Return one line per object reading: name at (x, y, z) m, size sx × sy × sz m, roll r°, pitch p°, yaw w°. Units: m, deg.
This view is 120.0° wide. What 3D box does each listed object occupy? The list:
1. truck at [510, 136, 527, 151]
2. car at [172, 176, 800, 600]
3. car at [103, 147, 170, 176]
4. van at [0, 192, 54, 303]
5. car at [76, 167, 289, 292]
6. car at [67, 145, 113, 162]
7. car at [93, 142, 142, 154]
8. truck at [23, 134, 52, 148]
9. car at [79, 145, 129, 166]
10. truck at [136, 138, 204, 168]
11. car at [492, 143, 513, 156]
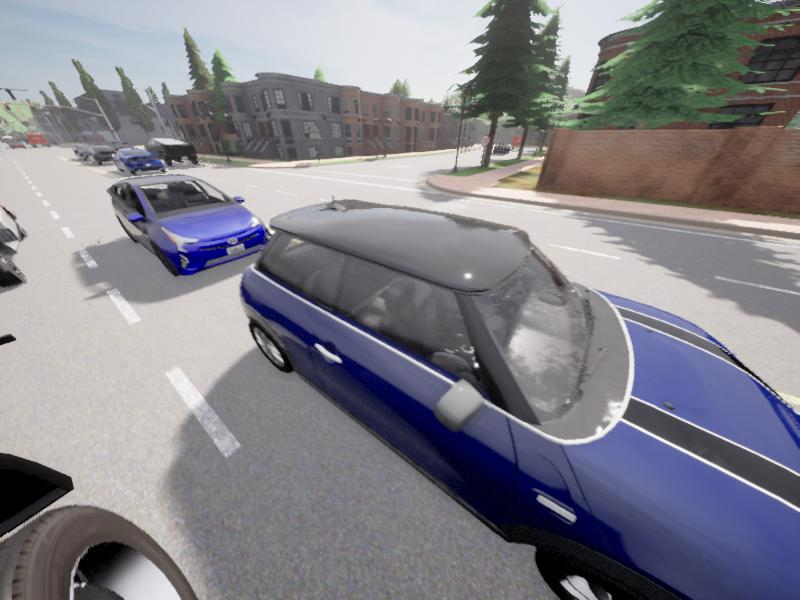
truck at (26.315, -34.687, 51.140) m, size 2.627 × 2.467 × 5.204 m, roll 15°, pitch 38°, yaw 20°
car at (0.493, 0.153, 2.140) m, size 4.553 × 1.767 × 2.097 m, roll 22°, pitch 41°, yaw 28°
car at (-19.473, -10.312, 17.081) m, size 5.008 × 1.535 × 1.882 m, roll 22°, pitch 41°, yaw 28°
van at (-9.549, -1.725, 4.186) m, size 6.366 × 2.431 × 2.351 m, roll 22°, pitch 41°, yaw 28°
car at (-5.026, -1.980, 5.362) m, size 4.514 × 1.525 × 2.007 m, roll 22°, pitch 41°, yaw 28°
car at (-34.620, -16.408, 25.752) m, size 5.357 × 1.411 × 2.033 m, roll 22°, pitch 41°, yaw 28°
car at (-44.715, -24.183, 36.660) m, size 2.007 × 1.525 × 4.514 m, roll 22°, pitch 40°, yaw 27°
truck at (-84.911, -37.281, 54.093) m, size 5.204 × 2.467 × 2.627 m, roll 22°, pitch 41°, yaw 28°
car at (-28.364, -13.905, 22.156) m, size 4.892 × 1.490 × 1.837 m, roll 22°, pitch 41°, yaw 28°
truck at (-21.481, -13.818, 21.556) m, size 6.274 × 2.098 × 2.390 m, roll 22°, pitch 41°, yaw 28°
car at (16.211, -23.856, 36.553) m, size 1.816 × 1.474 × 4.193 m, roll 21°, pitch 40°, yaw 27°
